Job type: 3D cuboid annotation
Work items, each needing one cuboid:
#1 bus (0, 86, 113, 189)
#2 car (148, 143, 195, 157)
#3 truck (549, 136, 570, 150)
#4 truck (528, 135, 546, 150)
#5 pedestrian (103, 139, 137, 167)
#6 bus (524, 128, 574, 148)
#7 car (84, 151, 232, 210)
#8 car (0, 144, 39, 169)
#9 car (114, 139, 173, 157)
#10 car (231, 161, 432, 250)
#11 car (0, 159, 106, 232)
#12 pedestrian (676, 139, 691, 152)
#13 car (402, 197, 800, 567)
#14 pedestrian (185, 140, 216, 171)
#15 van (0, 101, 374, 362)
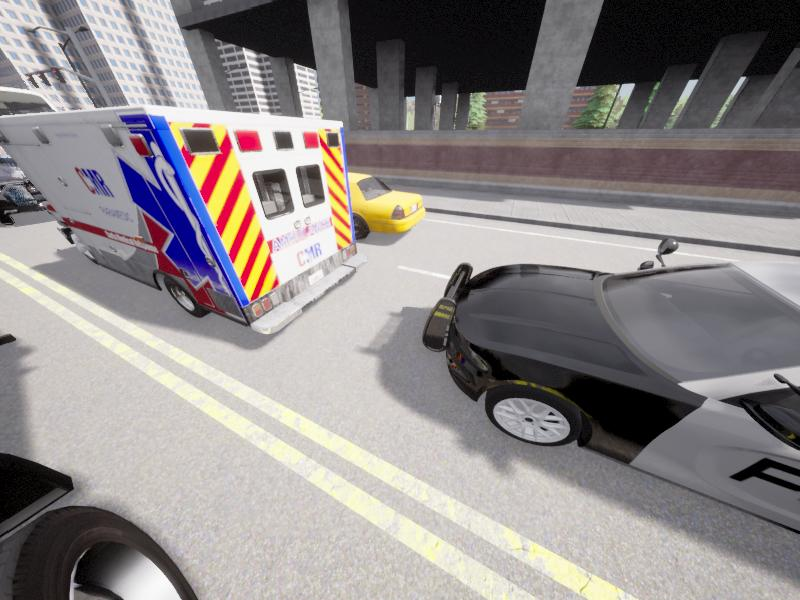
[{"bbox_3d":[-24.098,-10.249,14.600,10.273,4.253,3.944,20,41,25],"label":"bus"},{"bbox_3d":[-30.634,-20.202,31.065,1.970,1.475,3.806,15,38,20],"label":"car"},{"bbox_3d":[33.370,-32.991,48.472,2.615,2.467,5.204,15,38,20],"label":"truck"},{"bbox_3d":[29.460,-34.049,49.947,2.615,2.467,5.204,15,38,20],"label":"truck"},{"bbox_3d":[-22.455,-11.793,18.558,0.751,1.860,0.751,6,36,8],"label":"pedestrian"},{"bbox_3d":[40.008,-43.817,62.586,10.273,4.253,3.944,15,38,20],"label":"bus"},{"bbox_3d":[-10.033,-5.189,9.750,4.611,1.667,2.242,15,38,20],"label":"car"},{"bbox_3d":[-33.878,-11.307,18.291,1.930,1.638,5.238,14,38,19],"label":"car"},{"bbox_3d":[-34.348,-20.531,31.158,1.932,1.855,4.605,17,38,22],"label":"car"},{"bbox_3d":[-1.969,-2.984,6.754,5.366,1.575,1.801,15,38,20],"label":"car"},{"bbox_3d":[-13.062,-3.716,7.782,4.902,1.511,2.128,15,38,20],"label":"car"},{"bbox_3d":[51.280,-27.918,41.802,0.751,1.860,0.751,15,38,19],"label":"pedestrian"},{"bbox_3d":[2.807,0.498,1.797,5.238,1.638,1.930,15,38,20],"label":"car"},{"bbox_3d":[-14.204,-10.331,16.540,0.751,1.860,0.751,7,36,9],"label":"pedestrian"},{"bbox_3d":[-3.902,-1.629,4.086,6.366,2.431,2.351,15,38,20],"label":"van"}]
